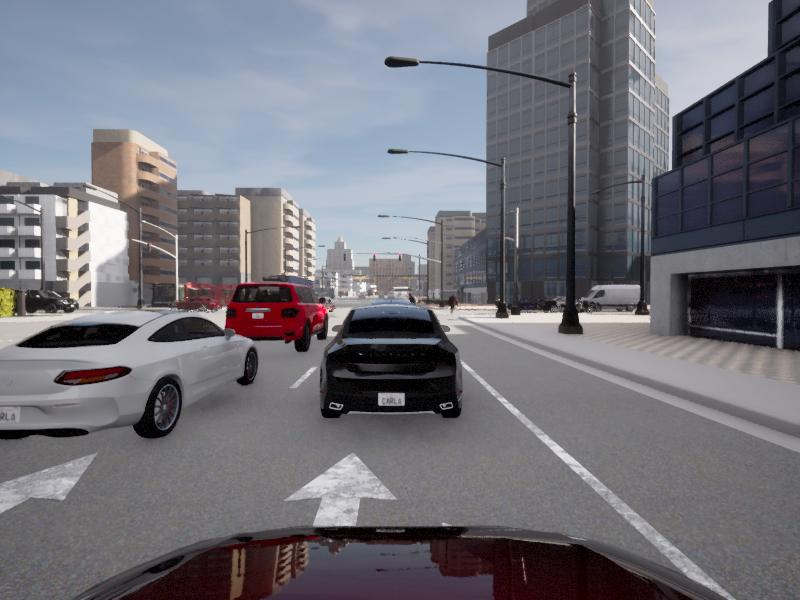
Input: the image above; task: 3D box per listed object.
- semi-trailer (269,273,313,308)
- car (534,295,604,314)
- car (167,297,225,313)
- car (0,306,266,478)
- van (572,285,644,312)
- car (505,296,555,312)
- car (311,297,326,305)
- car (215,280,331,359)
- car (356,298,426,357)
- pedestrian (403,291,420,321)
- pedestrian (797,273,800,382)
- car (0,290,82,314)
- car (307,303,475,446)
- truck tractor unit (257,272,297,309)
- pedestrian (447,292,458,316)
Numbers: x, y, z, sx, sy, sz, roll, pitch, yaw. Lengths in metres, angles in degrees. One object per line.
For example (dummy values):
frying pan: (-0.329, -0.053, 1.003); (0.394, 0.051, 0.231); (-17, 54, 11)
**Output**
semi-trailer: (-15.304, -1.270, 57.668); (2.717, 4.402, 14.254); (0, 0, -1)
car: (14.679, 0.355, 34.933); (5.238, 1.638, 1.930); (0, 1, -1)
car: (-19.088, 0.412, 37.455); (4.674, 1.442, 1.812); (0, 1, 9)
car: (-3.631, 0.861, 5.908); (1.812, 1.442, 4.674); (0, 0, -1)
van: (19.906, -0.155, 38.479); (5.915, 2.561, 1.988); (0, 1, -1)
car: (12.427, 0.376, 38.379); (4.193, 1.474, 1.816); (0, 1, -1)
car: (-15.743, 0.114, 77.372); (2.128, 1.511, 4.902); (0, 0, -1)
car: (-3.796, 0.479, 13.206); (2.150, 2.045, 5.566); (0, 1, -1)
car: (-0.289, 0.737, 13.310); (1.882, 1.535, 5.008); (0, 1, -1)
pedestrian: (0.722, 0.383, 25.588); (0.751, 1.860, 0.751); (-1, 1, -36)
pedestrian: (7.218, 0.482, 6.497); (0.751, 1.860, 0.751); (0, 1, -1)
car: (-30.852, 0.145, 34.241); (5.566, 2.045, 2.150); (0, 1, -1)
car: (-0.149, 0.835, 6.827); (1.837, 1.490, 4.892); (0, 0, -1)
truck tractor unit: (-15.114, -1.116, 49.755); (3.053, 4.208, 6.516); (0, 0, -1)
pedestrian: (4.181, 0.278, 31.764); (0.751, 1.860, 0.751); (0, 1, 22)
